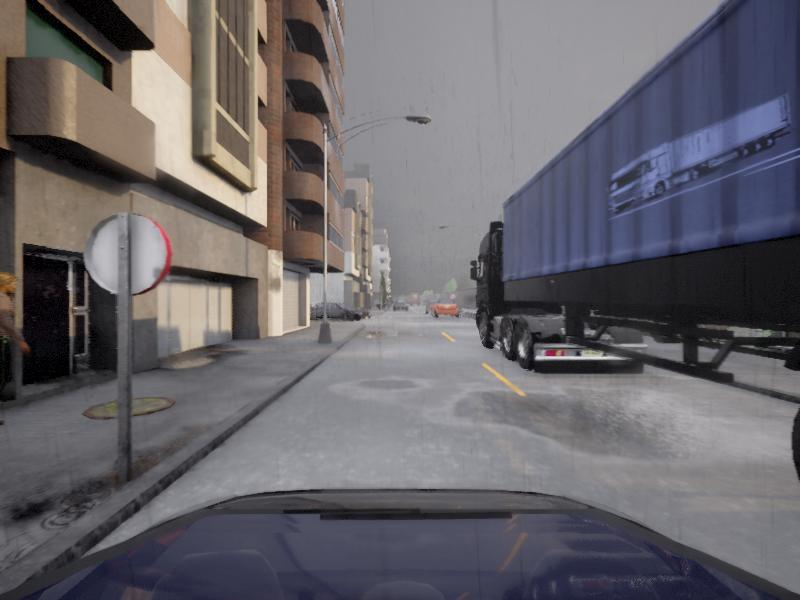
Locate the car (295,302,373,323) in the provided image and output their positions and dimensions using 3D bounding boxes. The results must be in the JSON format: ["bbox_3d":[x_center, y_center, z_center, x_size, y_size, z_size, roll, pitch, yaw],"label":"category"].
[{"bbox_3d":[-4.898,0.882,29.679,5.357,1.411,2.033,0,0,19],"label":"car"}]

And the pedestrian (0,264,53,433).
[{"bbox_3d":[-4.718,0.531,4.648,0.751,1.860,0.751,0,0,19],"label":"pedestrian"}]

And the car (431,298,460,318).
[{"bbox_3d":[4.072,0.679,36.584,2.097,1.767,4.553,0,0,0],"label":"car"}]

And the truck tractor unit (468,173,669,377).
[{"bbox_3d":[4.025,-0.528,11.526,3.053,4.208,6.516,0,0,0],"label":"truck tractor unit"}]

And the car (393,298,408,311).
[{"bbox_3d":[0.102,0.670,57.139,2.097,1.767,4.553,0,0,0],"label":"car"}]

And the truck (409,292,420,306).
[{"bbox_3d":[4.182,-0.373,114.701,2.891,3.827,8.468,0,0,0],"label":"truck"}]

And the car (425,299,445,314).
[{"bbox_3d":[4.021,0.761,46.603,2.152,1.651,5.027,0,0,3],"label":"car"}]

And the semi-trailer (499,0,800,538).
[{"bbox_3d":[4.015,-0.620,3.612,2.717,4.402,14.254,0,0,0],"label":"semi-trailer"}]
